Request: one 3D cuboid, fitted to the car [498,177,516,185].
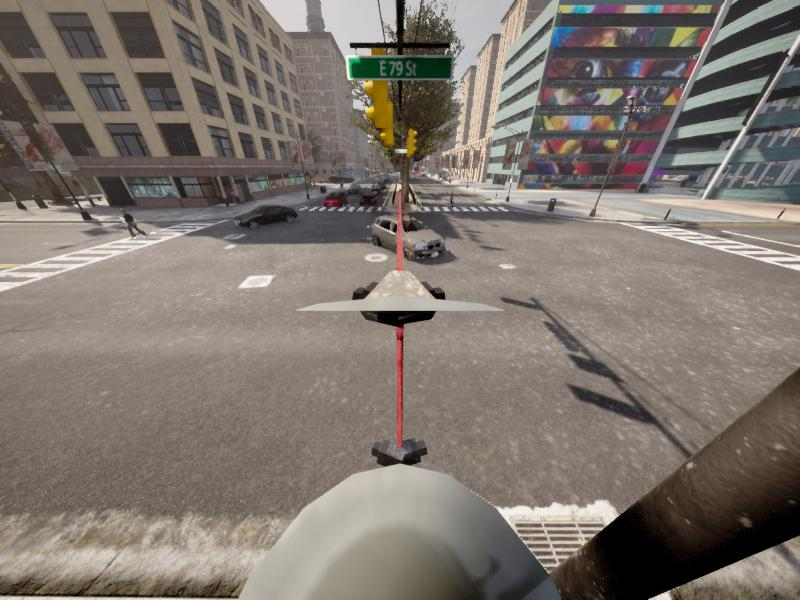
[{"bbox_3d":[27.196,-30.383,58.961,2.161,1.482,4.786,0,30,0],"label":"car"}]

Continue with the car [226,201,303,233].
[{"bbox_3d":[-10.309,-6.593,17.982,1.812,1.442,4.674,19,36,30],"label":"car"}]

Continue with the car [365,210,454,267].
[{"bbox_3d":[0.308,-3.533,12.454,2.242,1.667,4.611,-21,36,-31],"label":"car"}]

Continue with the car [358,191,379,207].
[{"bbox_3d":[-3.720,-12.269,27.889,1.994,1.385,4.181,0,30,0],"label":"car"}]

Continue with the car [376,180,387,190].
[{"bbox_3d":[-3.663,-23.220,46.615,1.851,1.617,3.988,0,30,0],"label":"car"}]

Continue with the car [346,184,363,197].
[{"bbox_3d":[-7.196,-17.700,37.172,1.837,1.490,4.892,0,30,0],"label":"car"}]

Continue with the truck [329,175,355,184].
[{"bbox_3d":[-15.559,-32.482,62.169,6.274,2.098,2.390,3,30,6],"label":"truck"}]

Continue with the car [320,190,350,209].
[{"bbox_3d":[-7.366,-11.657,26.669,2.007,1.525,4.514,1,30,2],"label":"car"}]

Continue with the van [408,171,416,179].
[{"bbox_3d":[4.468,-46.648,86.375,2.351,2.431,6.366,0,30,0],"label":"van"}]

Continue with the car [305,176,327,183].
[{"bbox_3d":[-23.827,-34.247,65.742,5.366,1.575,1.801,-1,30,-2],"label":"car"}]

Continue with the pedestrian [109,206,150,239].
[{"bbox_3d":[-17.010,-4.895,14.575,0.751,1.860,0.751,0,30,1],"label":"pedestrian"}]

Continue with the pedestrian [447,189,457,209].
[{"bbox_3d":[5.659,-10.966,25.091,0.751,1.860,0.751,3,30,5],"label":"pedestrian"}]

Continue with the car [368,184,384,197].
[{"bbox_3d":[-3.695,-17.257,36.383,2.128,1.511,4.902,0,30,0],"label":"car"}]
